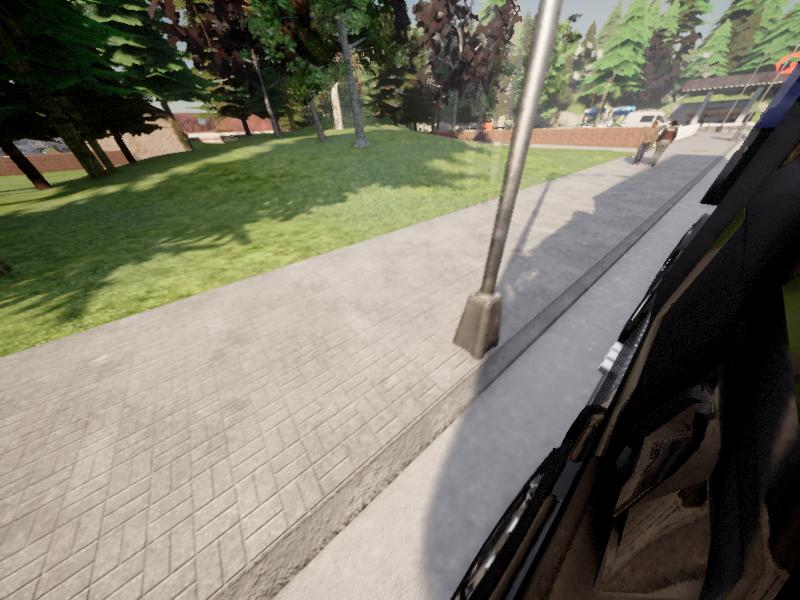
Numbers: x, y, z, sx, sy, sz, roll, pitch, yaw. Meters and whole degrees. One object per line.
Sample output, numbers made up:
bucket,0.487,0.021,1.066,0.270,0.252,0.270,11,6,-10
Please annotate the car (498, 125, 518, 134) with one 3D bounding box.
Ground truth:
car,24.795,-39.271,53.121,1.789,1.549,3.705,-27,44,-29

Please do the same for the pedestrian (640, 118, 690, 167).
pedestrian,12.683,-7.536,11.115,0.751,1.860,0.751,-28,44,-30

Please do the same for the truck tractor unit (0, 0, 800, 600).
truck tractor unit,2.645,-0.295,0.352,6.516,4.208,3.053,-28,44,-30

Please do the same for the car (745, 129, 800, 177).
car,17.212,-6.459,10.011,4.181,1.385,1.994,-27,43,-29

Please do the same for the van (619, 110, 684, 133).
van,37.483,-26.703,34.716,1.988,2.561,5.915,-27,43,-29

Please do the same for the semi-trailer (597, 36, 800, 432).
semi-trailer,8.725,-3.591,4.194,14.254,4.402,2.717,-28,44,-29

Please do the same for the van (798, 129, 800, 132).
van,43.704,-18.004,23.135,2.069,2.038,4.480,24,44,29

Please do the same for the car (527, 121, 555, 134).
car,27.481,-33.645,45.157,1.905,1.878,3.866,-27,43,-29

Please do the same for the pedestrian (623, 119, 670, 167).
pedestrian,12.047,-7.681,11.350,0.751,1.860,0.751,-27,43,-29

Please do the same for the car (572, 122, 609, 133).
car,35.092,-31.853,42.651,1.812,1.442,4.674,-27,43,-29

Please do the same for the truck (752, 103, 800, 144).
truck,31.392,-14.164,18.449,5.204,2.467,2.627,-27,43,-29
